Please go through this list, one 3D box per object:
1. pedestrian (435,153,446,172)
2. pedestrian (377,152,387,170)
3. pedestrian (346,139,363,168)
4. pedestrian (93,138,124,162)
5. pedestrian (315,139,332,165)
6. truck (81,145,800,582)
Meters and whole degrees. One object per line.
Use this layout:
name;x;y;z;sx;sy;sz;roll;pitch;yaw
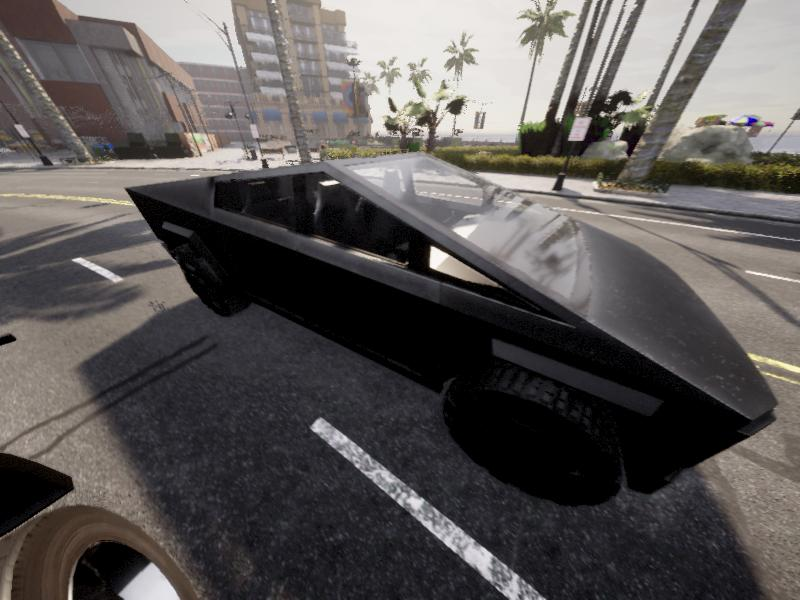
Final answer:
pedestrian;2.816;-9.580;16.110;0.500;1.100;0.500;17;39;22
pedestrian;-1.312;-10.268;17.061;0.500;1.100;0.500;22;41;28
pedestrian;-3.534;-11.435;18.038;0.751;1.860;0.751;17;39;22
pedestrian;-26.919;-13.883;21.385;0.751;1.860;0.751;-7;36;-11
pedestrian;-6.456;-12.497;19.519;0.751;1.860;0.751;10;37;14
truck;-0.530;-0.629;2.948;6.274;2.098;2.390;19;39;24
